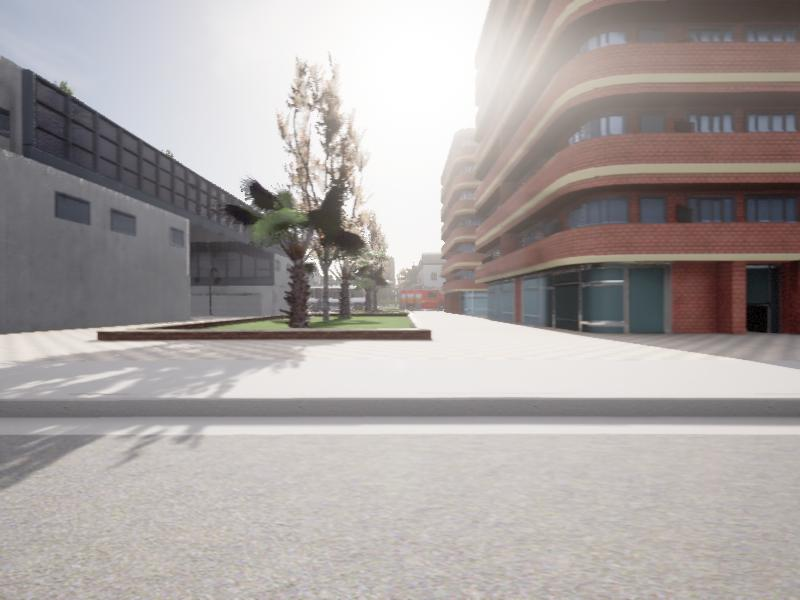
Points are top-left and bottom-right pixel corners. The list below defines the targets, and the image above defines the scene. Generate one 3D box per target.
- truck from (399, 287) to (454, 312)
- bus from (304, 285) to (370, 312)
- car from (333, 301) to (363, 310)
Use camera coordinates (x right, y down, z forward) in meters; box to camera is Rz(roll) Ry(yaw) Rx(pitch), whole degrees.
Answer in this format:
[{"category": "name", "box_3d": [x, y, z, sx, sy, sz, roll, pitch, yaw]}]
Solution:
[{"category": "truck", "box_3d": [4.086, -0.118, 62.988, 8.468, 3.827, 2.891, 0, 0, 0]}, {"category": "bus", "box_3d": [-10.320, -0.253, 66.555, 10.273, 4.253, 3.944, 0, 0, 0]}, {"category": "car", "box_3d": [-9.638, 1.047, 74.436, 5.238, 1.638, 1.930, 0, 0, 0]}]
